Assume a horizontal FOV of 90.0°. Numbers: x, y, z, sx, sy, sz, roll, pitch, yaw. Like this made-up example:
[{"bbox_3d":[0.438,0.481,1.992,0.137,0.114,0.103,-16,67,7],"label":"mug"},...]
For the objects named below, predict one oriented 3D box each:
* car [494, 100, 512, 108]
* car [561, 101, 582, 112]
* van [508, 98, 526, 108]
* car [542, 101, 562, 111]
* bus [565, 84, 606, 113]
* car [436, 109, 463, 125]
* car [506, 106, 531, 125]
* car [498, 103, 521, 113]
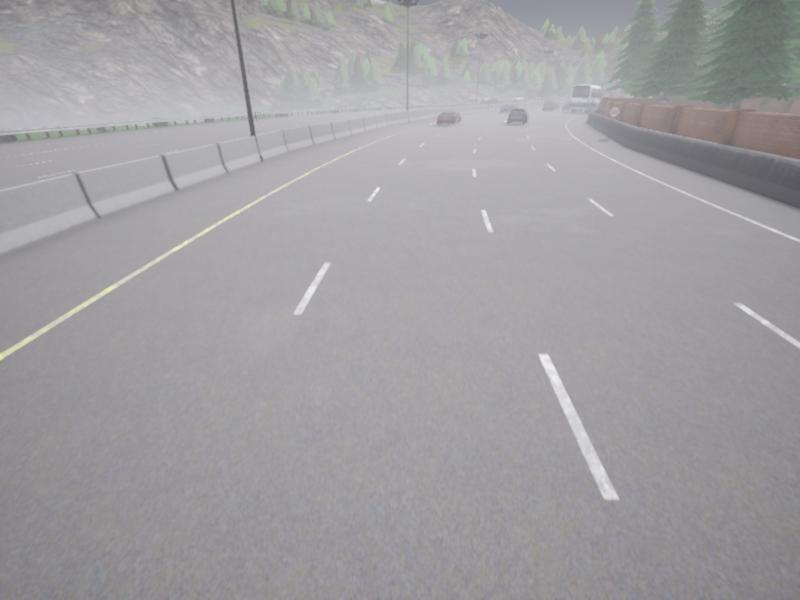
[{"bbox_3d":[25.119,-47.932,97.660,2.038,1.542,4.974,22,34,36],"label":"car"},{"bbox_3d":[32.695,-37.001,76.385,2.152,1.651,5.027,18,34,32],"label":"car"},{"bbox_3d":[28.130,-47.304,95.878,2.069,2.038,4.480,22,35,36],"label":"van"},{"bbox_3d":[29.430,-37.628,77.613,2.033,1.649,4.856,18,32,32],"label":"car"},{"bbox_3d":[33.006,-35.708,71.029,3.944,4.253,10.273,17,31,30],"label":"bus"},{"bbox_3d":[5.458,-20.157,44.097,1.994,1.385,4.181,9,29,17],"label":"car"},{"bbox_3d":[13.436,-20.822,45.100,2.033,1.649,4.856,10,29,19],"label":"car"},{"bbox_3d":[19.123,-33.426,69.744,2.033,1.411,5.357,16,31,28],"label":"car"}]
